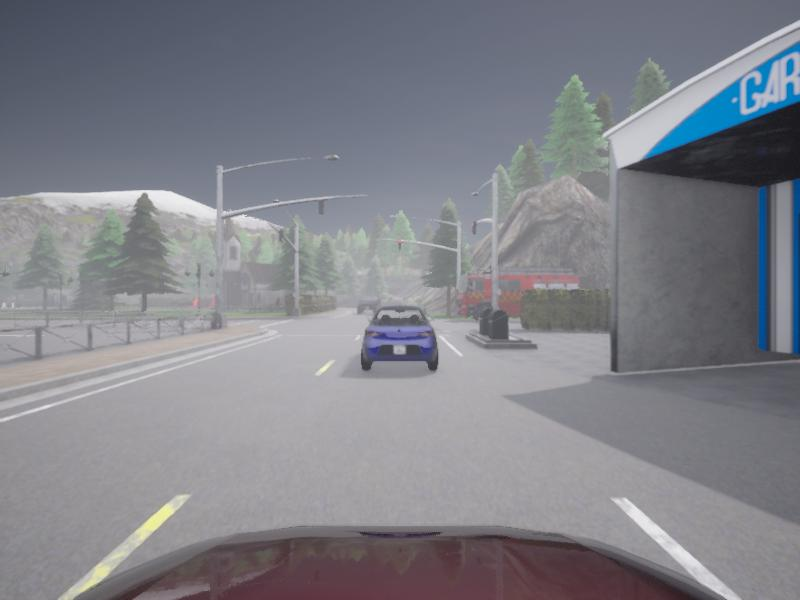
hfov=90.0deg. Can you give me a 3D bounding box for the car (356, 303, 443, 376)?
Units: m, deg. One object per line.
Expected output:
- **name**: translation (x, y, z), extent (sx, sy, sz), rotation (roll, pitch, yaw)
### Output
- **car**: translation (-0.004, 0.848, 10.457), extent (1.816, 1.474, 4.193), rotation (0, 0, 0)

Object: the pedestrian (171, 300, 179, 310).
- **pedestrian**: translation (-30.254, 0.682, 53.812), extent (0.751, 1.300, 0.751), rotation (0, 0, -40)

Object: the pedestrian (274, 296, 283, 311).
- **pedestrian**: translation (-15.488, 0.452, 50.893), extent (0.751, 1.860, 0.751), rotation (0, 0, 25)

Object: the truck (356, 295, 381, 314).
- **truck**: translation (-3.539, 0.513, 46.292), extent (2.390, 2.098, 6.274), rotation (0, 0, -1)

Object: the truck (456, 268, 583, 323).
- **truck**: translation (8.529, -0.340, 29.343), extent (8.468, 3.827, 2.891), rotation (0, 0, -1)
